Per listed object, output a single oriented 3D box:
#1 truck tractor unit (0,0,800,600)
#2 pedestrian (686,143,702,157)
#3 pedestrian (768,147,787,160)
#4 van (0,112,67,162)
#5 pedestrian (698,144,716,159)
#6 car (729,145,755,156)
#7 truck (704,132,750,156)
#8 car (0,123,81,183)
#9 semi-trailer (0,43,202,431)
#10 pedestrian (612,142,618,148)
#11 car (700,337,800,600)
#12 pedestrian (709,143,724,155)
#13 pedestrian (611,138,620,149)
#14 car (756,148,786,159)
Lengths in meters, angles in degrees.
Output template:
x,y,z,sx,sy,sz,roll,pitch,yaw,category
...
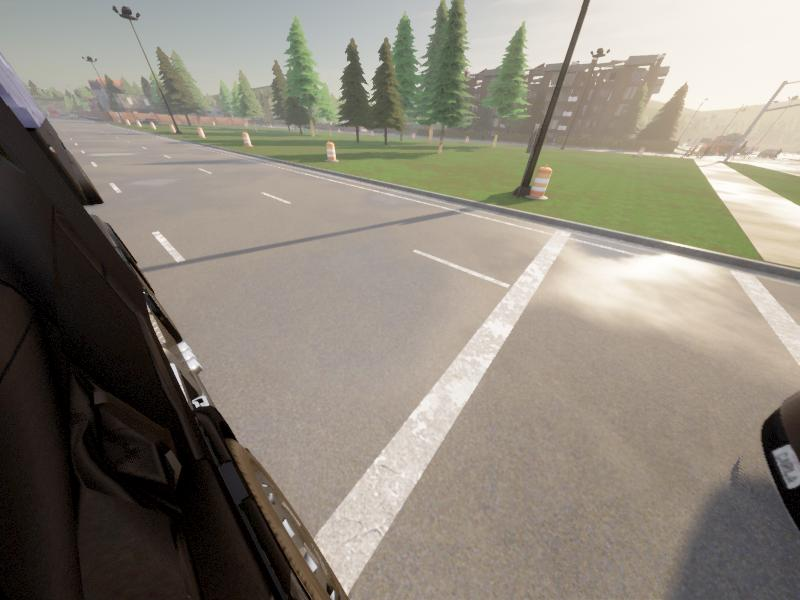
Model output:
x,y,z,sx,sy,sz,roll,pitch,yaw,category
-2.645,-0.295,0.351,6.516,4.208,3.053,28,44,30,truck tractor unit
50.068,-25.537,39.329,0.751,1.860,0.751,28,43,29,pedestrian
65.816,-25.522,40.308,0.751,1.860,0.751,29,44,31,pedestrian
-20.779,-9.088,12.806,4.442,1.987,1.775,28,44,30,van
47.839,-23.146,35.992,0.751,1.860,0.751,29,44,30,pedestrian
74.391,-32.562,50.285,1.905,1.878,3.866,28,44,30,car
70.142,-33.669,49.863,2.891,3.827,8.468,28,44,30,truck
-16.030,-6.395,9.825,5.027,1.651,2.152,28,44,30,car
-8.690,-3.614,4.231,14.254,4.402,2.717,28,44,30,semi-trailer
48.210,-34.632,51.737,0.500,1.100,0.500,28,43,30,pedestrian
4.454,1.877,0.176,4.892,1.490,1.837,28,44,30,car
59.287,-28.234,43.255,0.751,1.860,0.751,25,42,27,pedestrian
47.731,-34.682,51.140,0.751,1.860,0.751,30,44,31,pedestrian
75.532,-29.929,47.147,1.837,1.490,4.892,28,44,30,car
